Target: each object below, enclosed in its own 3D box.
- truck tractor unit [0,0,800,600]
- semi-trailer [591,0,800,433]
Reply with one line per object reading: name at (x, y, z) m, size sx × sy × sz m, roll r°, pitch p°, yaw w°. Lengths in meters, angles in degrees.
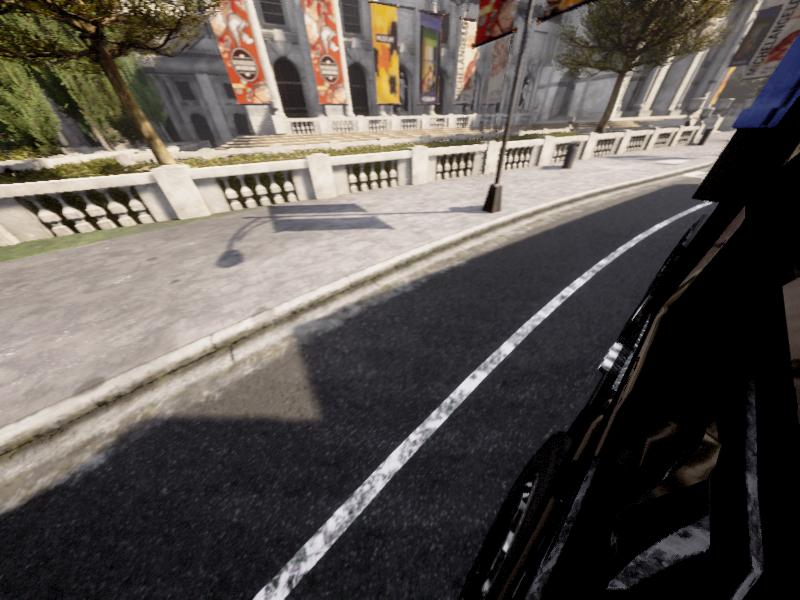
truck tractor unit at (2.645, -0.295, 0.351) m, size 6.516 × 4.208 × 3.053 m, roll -28°, pitch 44°, yaw -30°
semi-trailer at (9.158, -3.227, 3.740) m, size 14.254 × 4.402 × 2.717 m, roll -22°, pitch 41°, yaw -24°
